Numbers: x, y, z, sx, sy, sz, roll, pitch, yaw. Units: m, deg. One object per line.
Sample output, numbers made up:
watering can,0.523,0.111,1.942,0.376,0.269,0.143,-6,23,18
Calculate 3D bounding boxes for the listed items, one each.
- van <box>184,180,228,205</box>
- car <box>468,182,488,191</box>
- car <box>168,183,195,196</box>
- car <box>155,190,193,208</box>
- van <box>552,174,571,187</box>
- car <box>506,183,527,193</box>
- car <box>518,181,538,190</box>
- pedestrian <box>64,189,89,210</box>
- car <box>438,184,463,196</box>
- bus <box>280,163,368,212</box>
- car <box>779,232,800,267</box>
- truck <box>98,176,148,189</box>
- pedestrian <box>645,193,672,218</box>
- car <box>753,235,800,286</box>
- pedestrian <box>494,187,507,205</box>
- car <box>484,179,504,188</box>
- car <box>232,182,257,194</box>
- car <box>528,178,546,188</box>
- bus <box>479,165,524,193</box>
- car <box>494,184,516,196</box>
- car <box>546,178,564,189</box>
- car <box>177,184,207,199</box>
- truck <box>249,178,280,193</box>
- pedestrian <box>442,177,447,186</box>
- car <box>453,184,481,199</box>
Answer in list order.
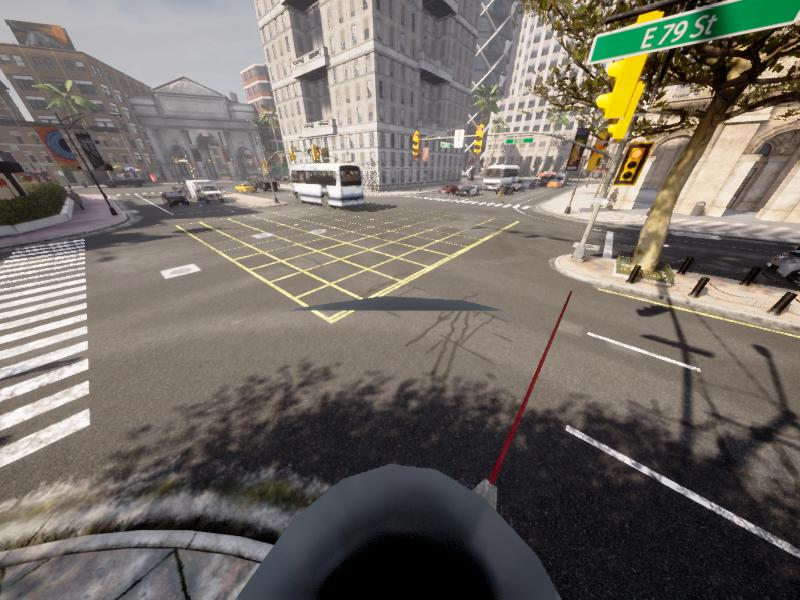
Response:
van,-25.231,-14.113,30.022,6.366,2.431,2.351,23,37,34
car,15.373,-22.361,45.441,1.895,1.301,4.718,23,37,34
car,-36.557,-18.525,38.581,4.902,1.511,2.128,23,37,34
car,-27.136,-12.180,27.707,5.357,1.411,2.033,23,37,34
van,37.843,-28.026,54.010,1.988,2.561,5.915,23,37,34
car,21.378,-20.487,42.194,1.895,1.301,4.718,23,37,34
car,26.001,-23.250,46.881,2.033,1.411,5.357,23,37,34
pedestrian,-33.020,-10.291,23.617,0.751,1.860,0.751,23,37,34
car,8.344,-18.218,38.116,1.812,1.442,4.674,23,37,34
bus,-8.787,-13.120,26.478,10.273,4.253,3.944,23,37,34
car,20.631,-1.829,9.804,4.181,1.385,1.994,23,37,34
truck,-59.566,-25.442,49.969,6.274,2.098,2.390,-19,35,-30
pedestrian,22.370,-8.213,20.018,0.751,1.860,0.751,-18,35,-29
car,16.907,-1.185,8.528,3.633,1.501,1.845,23,37,34
pedestrian,12.042,-12.462,27.682,0.751,1.860,0.751,-23,37,-34
car,20.584,-25.591,50.659,2.242,1.667,4.611,23,37,34
car,-27.676,-20.013,41.088,5.366,1.575,1.801,23,37,34
car,30.644,-26.106,51.601,2.152,1.651,5.027,23,37,34
bus,19.442,-23.243,44.021,3.944,4.253,10.273,23,37,34
car,17.189,-18.077,37.842,1.816,1.474,4.193,23,37,34
car,33.211,-24.960,49.443,2.097,1.767,4.553,23,37,34
car,-31.092,-16.241,34.507,4.856,1.649,2.033,23,37,34
truck,-25.339,-21.541,43.216,6.274,2.098,2.390,23,37,34
pedestrian,10.109,-27.007,52.570,0.751,1.860,0.751,23,37,34
car,10.299,-16.698,35.390,2.038,1.542,4.974,22,37,33
